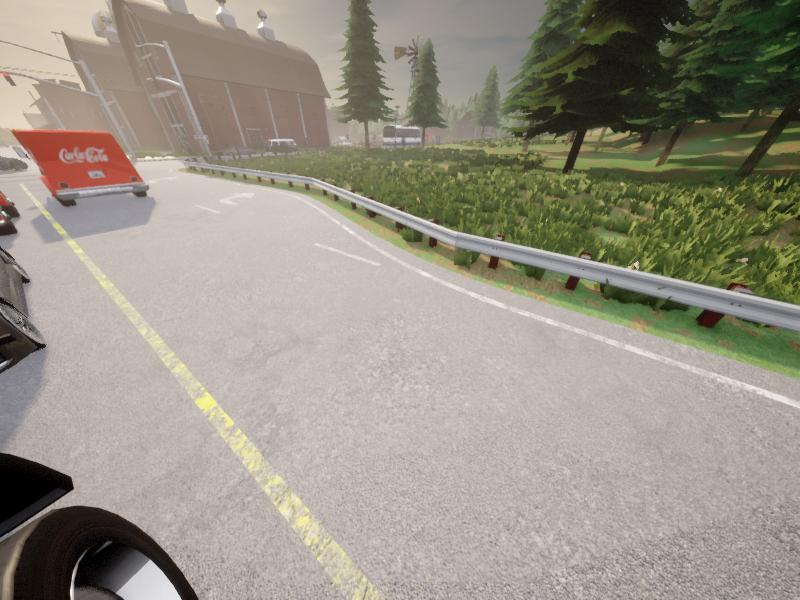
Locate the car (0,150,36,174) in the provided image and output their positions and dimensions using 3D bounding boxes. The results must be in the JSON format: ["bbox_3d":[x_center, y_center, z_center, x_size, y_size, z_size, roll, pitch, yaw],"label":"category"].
[{"bbox_3d":[-30.128,-9.763,16.403,1.994,1.385,4.181,-1,35,-2],"label":"car"}]

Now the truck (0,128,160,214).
[{"bbox_3d":[-13.306,-5.580,9.621,5.204,2.467,2.627,22,41,27],"label":"truck"}]

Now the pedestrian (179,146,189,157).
[{"bbox_3d":[-26.432,-18.135,28.276,0.500,1.100,0.500,-29,44,-34],"label":"pedestrian"}]

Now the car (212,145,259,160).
[{"bbox_3d":[-20.555,-18.655,29.129,1.994,1.385,4.181,22,41,28],"label":"car"}]

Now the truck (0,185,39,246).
[{"bbox_3d":[-12.589,-2.885,5.777,5.204,2.467,2.627,22,40,27],"label":"truck"}]

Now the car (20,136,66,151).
[{"bbox_3d":[-65.235,-28.688,42.288,3.866,1.878,1.905,-6,41,-6],"label":"car"}]

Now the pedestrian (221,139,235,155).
[{"bbox_3d":[-23.366,-20.777,31.390,0.751,1.860,0.751,22,41,28],"label":"pedestrian"}]

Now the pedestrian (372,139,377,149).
[{"bbox_3d":[-5.623,-34.965,51.669,0.751,1.860,0.751,24,41,30],"label":"pedestrian"}]

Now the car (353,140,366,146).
[{"bbox_3d":[-13.458,-52.058,76.525,1.816,1.474,4.193,22,40,27],"label":"car"}]

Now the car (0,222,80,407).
[{"bbox_3d":[-6.375,-0.093,2.710,4.902,1.511,2.128,22,41,28],"label":"car"}]

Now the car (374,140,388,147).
[{"bbox_3d":[-5.472,-45.794,67.612,3.633,1.501,1.845,21,40,27],"label":"car"}]

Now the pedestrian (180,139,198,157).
[{"bbox_3d":[-25.851,-18.634,28.328,0.751,1.860,0.751,22,40,27],"label":"pedestrian"}]

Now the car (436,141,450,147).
[{"bbox_3d":[12.558,-45.815,67.827,1.837,1.490,4.892,22,41,28],"label":"car"}]

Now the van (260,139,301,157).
[{"bbox_3d":[-17.006,-21.833,33.085,2.069,2.038,4.480,22,41,28],"label":"van"}]

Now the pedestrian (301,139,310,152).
[{"bbox_3d":[-16.205,-26.579,39.681,0.751,1.860,0.751,-27,44,-33],"label":"pedestrian"}]

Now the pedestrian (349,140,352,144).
[{"bbox_3d":[-17.783,-56.572,82.761,0.751,1.300,0.751,-27,43,-33],"label":"pedestrian"}]

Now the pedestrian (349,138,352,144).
[{"bbox_3d":[-17.838,-57.158,83.107,0.751,1.860,0.751,-9,36,-13],"label":"pedestrian"}]

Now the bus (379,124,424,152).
[{"bbox_3d":[0.578,-33.738,48.201,3.944,4.253,10.273,22,41,28],"label":"bus"}]

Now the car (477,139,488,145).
[{"bbox_3d":[30.929,-59.301,86.795,1.905,1.878,3.866,-5,36,-8],"label":"car"}]

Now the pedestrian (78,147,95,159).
[{"bbox_3d":[-33.745,-15.816,24.883,0.500,1.100,0.500,1,35,1],"label":"pedestrian"}]

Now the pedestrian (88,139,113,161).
[{"bbox_3d":[-30.561,-15.371,23.619,0.751,1.860,0.751,26,42,31],"label":"pedestrian"}]

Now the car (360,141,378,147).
[{"bbox_3d":[-8.944,-44.681,66.095,4.902,1.511,2.128,21,40,27],"label":"car"}]

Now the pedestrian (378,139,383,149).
[{"bbox_3d":[-4.575,-35.908,53.015,0.751,1.860,0.751,26,42,31],"label":"pedestrian"}]
